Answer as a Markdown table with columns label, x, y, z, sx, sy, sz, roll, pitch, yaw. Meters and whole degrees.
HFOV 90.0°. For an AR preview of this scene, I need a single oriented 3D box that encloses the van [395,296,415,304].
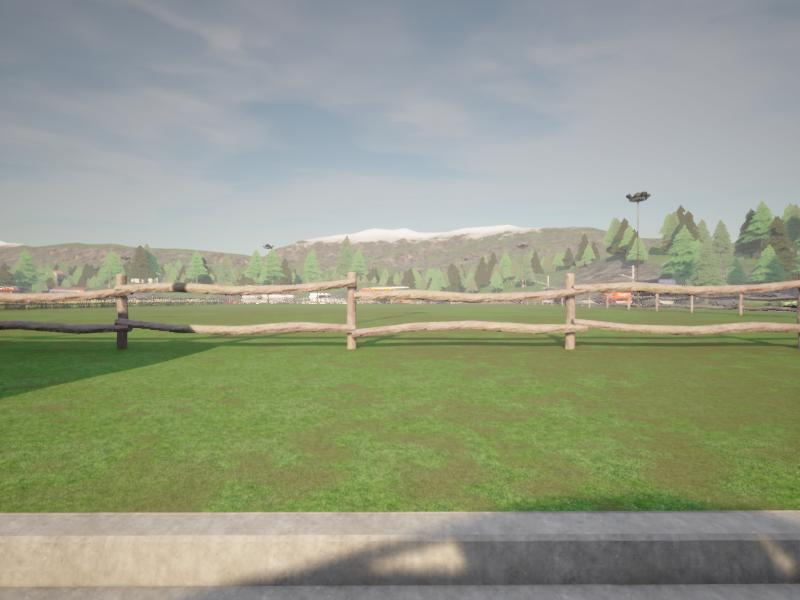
| label | x | y | z | sx | sy | sz | roll | pitch | yaw |
| --- | --- | --- | --- | --- | --- | --- | --- | --- | --- |
| van | 1.140 | -0.003 | 92.044 | 4.442 | 1.987 | 1.775 | 0 | 0 | -1 |

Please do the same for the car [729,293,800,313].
| label | x | y | z | sx | sy | sz | roll | pitch | yaw |
| --- | --- | --- | --- | --- | --- | --- | --- | --- | --- |
| car | 29.795 | 0.228 | 32.765 | 2.007 | 1.525 | 4.514 | 0 | 0 | 0 |

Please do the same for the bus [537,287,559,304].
| label | x | y | z | sx | sy | sz | roll | pitch | yaw |
| --- | --- | --- | --- | --- | --- | --- | --- | --- | --- |
| bus | 37.990 | -1.134 | 103.162 | 3.944 | 4.253 | 10.273 | 2 | 1 | 12 |

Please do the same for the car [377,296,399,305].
| label | x | y | z | sx | sy | sz | roll | pitch | yaw |
| --- | --- | --- | --- | --- | --- | --- | --- | --- | --- |
| car | -2.531 | 0.054 | 85.001 | 4.605 | 1.855 | 1.932 | 0 | 0 | -1 |

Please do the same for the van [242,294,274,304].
| label | x | y | z | sx | sy | sz | roll | pitch | yaw |
| --- | --- | --- | --- | --- | --- | --- | --- | --- | --- |
| van | -32.545 | -0.227 | 91.700 | 6.366 | 2.431 | 2.351 | 0 | 0 | -1 |

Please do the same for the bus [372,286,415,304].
| label | x | y | z | sx | sy | sz | roll | pitch | yaw |
| --- | --- | --- | --- | --- | --- | --- | --- | --- | --- |
| bus | -1.663 | -1.126 | 99.136 | 10.273 | 4.253 | 3.944 | -1 | 0 | -1 |

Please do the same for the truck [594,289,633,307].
| label | x | y | z | sx | sy | sz | roll | pitch | yaw |
| --- | --- | --- | --- | --- | --- | --- | --- | --- | --- |
| truck | 29.846 | -0.247 | 56.157 | 2.627 | 2.467 | 5.204 | 0 | 0 | 0 |

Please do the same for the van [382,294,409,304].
| label | x | y | z | sx | sy | sz | roll | pitch | yaw |
| --- | --- | --- | --- | --- | --- | --- | --- | --- | --- |
| van | -1.016 | -0.222 | 95.521 | 6.366 | 2.431 | 2.351 | 0 | 0 | -1 |

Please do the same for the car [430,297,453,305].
| label | x | y | z | sx | sy | sz | roll | pitch | yaw |
| --- | --- | --- | --- | --- | --- | --- | --- | --- | --- |
| car | 8.735 | 0.156 | 85.122 | 4.611 | 1.667 | 2.242 | 0 | 0 | -1 |

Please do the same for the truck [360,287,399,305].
| label | x | y | z | sx | sy | sz | roll | pitch | yaw |
| --- | --- | --- | --- | --- | --- | --- | --- | --- | --- |
| truck | -4.457 | -0.919 | 88.482 | 8.468 | 3.827 | 2.891 | 0 | 0 | -1 |

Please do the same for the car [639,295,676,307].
| label | x | y | z | sx | sy | sz | roll | pitch | yaw |
| --- | --- | --- | --- | --- | --- | --- | --- | --- | --- |
| car | 36.848 | 0.181 | 57.386 | 2.152 | 1.651 | 5.027 | 0 | 0 | 0 |

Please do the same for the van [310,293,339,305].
| label | x | y | z | sx | sy | sz | roll | pitch | yaw |
| --- | --- | --- | --- | --- | --- | --- | --- | --- | --- |
| van | -15.989 | -0.278 | 84.865 | 5.915 | 2.561 | 1.988 | 0 | 0 | -1 |

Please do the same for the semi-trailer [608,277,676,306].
| label | x | y | z | sx | sy | sz | roll | pitch | yaw |
| --- | --- | --- | --- | --- | --- | --- | --- | --- | --- |
| semi-trailer | 40.308 | -1.218 | 67.584 | 2.717 | 4.402 | 14.254 | 0 | 0 | -1 |

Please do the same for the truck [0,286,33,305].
| label | x | y | z | sx | sy | sz | roll | pitch | yaw |
| --- | --- | --- | --- | --- | --- | --- | --- | --- | --- |
| truck | -82.918 | -0.924 | 84.184 | 8.468 | 3.827 | 2.891 | 0 | 0 | -1 |

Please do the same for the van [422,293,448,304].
| label | x | y | z | sx | sy | sz | roll | pitch | yaw |
| --- | --- | --- | --- | --- | --- | --- | --- | --- | --- |
| van | 8.074 | -0.278 | 92.113 | 5.915 | 2.561 | 1.988 | 0 | 0 | 0 |

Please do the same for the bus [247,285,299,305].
| label | x | y | z | sx | sy | sz | roll | pitch | yaw |
| --- | --- | --- | --- | --- | --- | --- | --- | --- | --- |
| bus | -27.845 | -1.141 | 88.370 | 10.273 | 4.253 | 3.944 | 0 | 0 | -1 |
